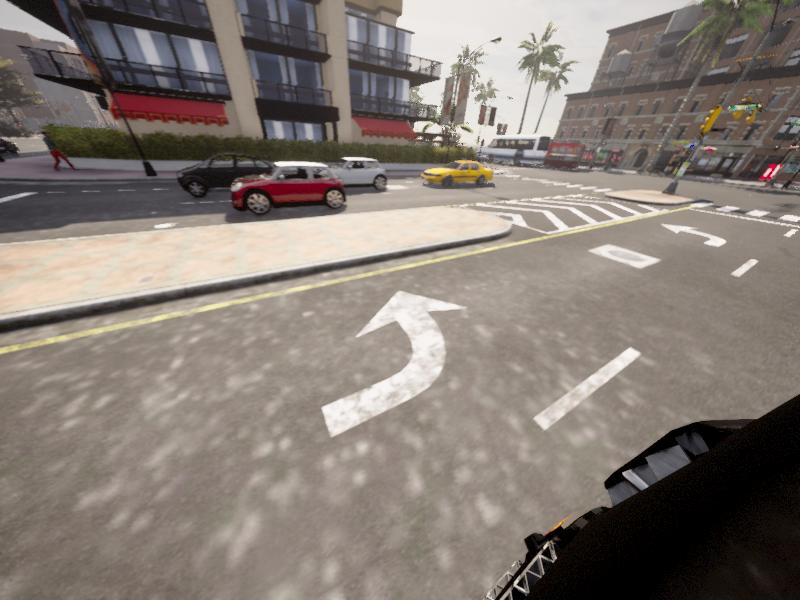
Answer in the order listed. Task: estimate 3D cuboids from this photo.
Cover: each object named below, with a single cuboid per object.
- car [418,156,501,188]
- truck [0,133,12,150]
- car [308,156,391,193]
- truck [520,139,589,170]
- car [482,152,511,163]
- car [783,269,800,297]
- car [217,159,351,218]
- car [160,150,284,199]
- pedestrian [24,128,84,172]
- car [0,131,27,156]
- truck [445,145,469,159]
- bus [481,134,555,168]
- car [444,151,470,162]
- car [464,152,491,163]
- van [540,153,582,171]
[{"bbox_3d":[4.020,-8.675,15.638,5.366,1.575,1.801,-15,38,-25],"label":"car"},{"bbox_3d":[-39.154,-14.403,20.330,2.390,2.098,6.274,-16,38,-25],"label":"truck"},{"bbox_3d":[-2.657,-6.789,12.421,3.806,1.475,1.970,-15,38,-25],"label":"car"},{"bbox_3d":[24.832,-23.952,37.878,2.891,3.827,8.468,-15,38,-25],"label":"truck"},{"bbox_3d":[19.359,-28.803,46.599,1.930,1.638,5.238,-15,38,-25],"label":"car"},{"bbox_3d":[10.542,-0.842,4.595,4.902,1.511,2.128,-15,38,-25],"label":"car"},{"bbox_3d":[-4.010,-4.176,8.443,3.806,1.475,1.970,-15,38,-25],"label":"car"},{"bbox_3d":[-7.398,-5.513,10.095,3.705,1.549,1.789,-15,38,-25],"label":"car"},{"bbox_3d":[-17.919,-7.766,12.031,0.751,1.860,0.751,-9,36,-17],"label":"pedestrian"},{"bbox_3d":[-33.661,-12.535,18.408,2.033,1.649,4.856,-16,38,-25],"label":"car"},{"bbox_3d":[13.492,-35.377,55.160,2.627,2.467,5.204,-15,38,-25],"label":"truck"},{"bbox_3d":[19.530,-25.532,39.431,3.944,4.253,10.273,-15,38,-25],"label":"bus"},{"bbox_3d":[10.322,-26.086,41.978,2.007,1.525,4.514,-15,38,-25],"label":"car"},{"bbox_3d":[14.102,-26.123,42.399,1.812,1.442,4.674,-15,38,-25],"label":"car"},{"bbox_3d":[23.586,-20.379,34.132,1.775,1.987,4.442,-15,38,-25],"label":"van"}]
